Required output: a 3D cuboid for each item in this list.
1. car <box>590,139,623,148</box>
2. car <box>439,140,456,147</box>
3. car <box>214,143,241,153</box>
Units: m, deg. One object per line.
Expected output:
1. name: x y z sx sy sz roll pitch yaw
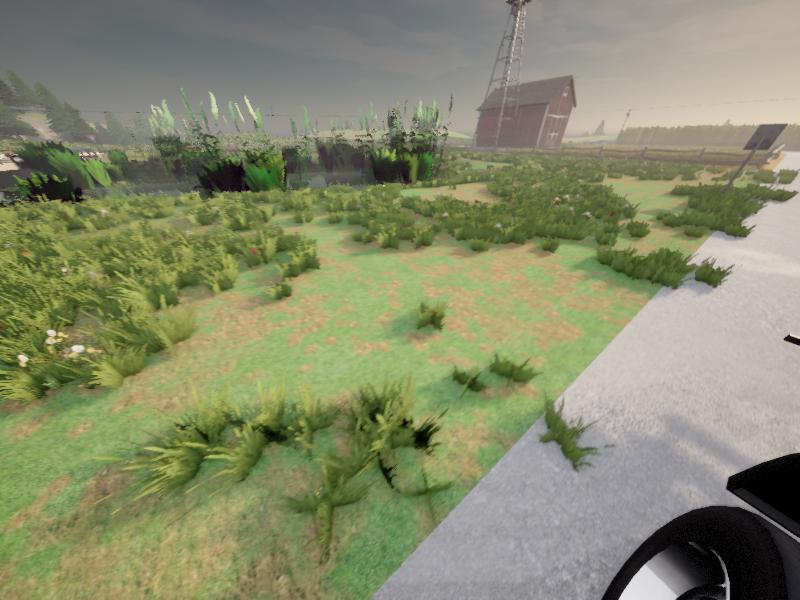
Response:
1. car: 47.034 -35.719 52.764 2.038 1.542 4.974 -22 41 -28
2. car: 12.821 -42.163 62.363 3.806 1.475 1.970 -18 39 -23
3. car: -33.071 -29.268 44.399 3.806 1.475 1.970 -18 39 -23
